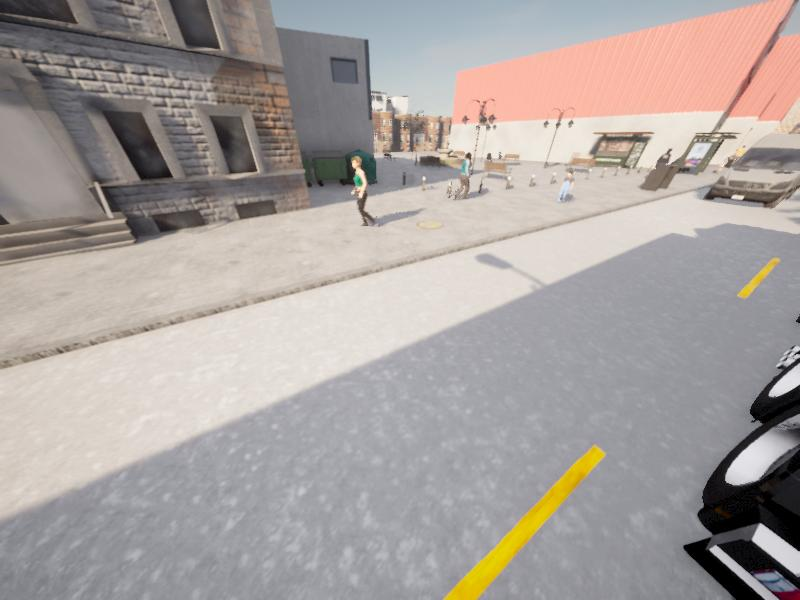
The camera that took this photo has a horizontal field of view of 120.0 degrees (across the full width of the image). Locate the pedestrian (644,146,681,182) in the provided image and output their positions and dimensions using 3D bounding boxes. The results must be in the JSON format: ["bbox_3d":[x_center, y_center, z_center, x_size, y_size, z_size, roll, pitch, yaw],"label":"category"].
[{"bbox_3d":[16.650,-8.631,14.679,0.751,1.860,0.751,-25,42,-32],"label":"pedestrian"}]

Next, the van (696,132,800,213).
[{"bbox_3d":[16.393,-5.770,10.191,5.915,2.561,1.988,-18,39,-24],"label":"van"}]

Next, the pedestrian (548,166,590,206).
[{"bbox_3d":[6.757,-4.597,9.293,0.751,1.300,0.751,-19,39,-26],"label":"pedestrian"}]

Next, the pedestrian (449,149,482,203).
[{"bbox_3d":[2.682,-5.152,9.613,0.751,1.860,0.751,-16,38,-22],"label":"pedestrian"}]

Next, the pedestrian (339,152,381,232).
[{"bbox_3d":[-1.075,-2.958,6.388,0.751,1.860,0.751,-17,38,-23],"label":"pedestrian"}]

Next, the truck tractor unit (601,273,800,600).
[{"bbox_3d":[5.124,-0.287,0.760,6.516,4.208,3.053,-18,39,-23],"label":"truck tractor unit"}]

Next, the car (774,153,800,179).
[{"bbox_3d":[31.783,-10.356,17.825,4.792,1.488,2.163,-18,39,-25],"label":"car"}]
